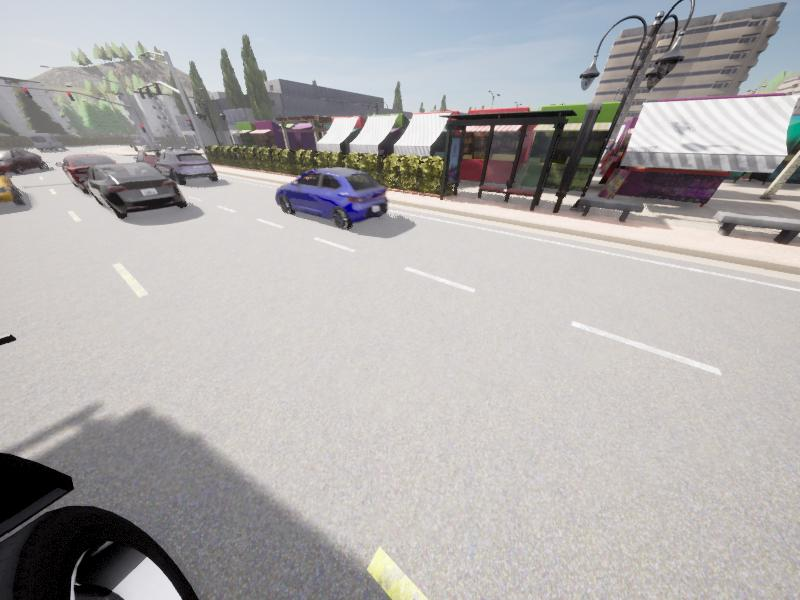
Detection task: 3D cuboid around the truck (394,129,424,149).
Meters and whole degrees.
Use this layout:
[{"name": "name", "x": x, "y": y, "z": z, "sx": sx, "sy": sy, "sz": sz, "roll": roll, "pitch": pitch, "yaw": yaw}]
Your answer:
[{"name": "truck", "x": 2.293, "y": -39.688, "z": 56.919, "sx": 2.891, "sy": 3.827, "sz": 8.468, "roll": 23, "pitch": 41, "yaw": 29}]

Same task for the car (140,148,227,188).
[{"name": "car", "x": -12.863, "y": -7.965, "z": 13.716, "sx": 4.856, "sy": 1.649, "sz": 2.033, "roll": 23, "pitch": 41, "yaw": 28}]

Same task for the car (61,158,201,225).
[{"name": "car", "x": -9.978, "y": -4.236, "z": 8.571, "sx": 4.792, "sy": 1.488, "sz": 2.163, "roll": 22, "pitch": 41, "yaw": 28}]

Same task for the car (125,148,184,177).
[{"name": "car", "x": -17.701, "y": -10.006, "z": 16.663, "sx": 3.633, "sy": 1.501, "sz": 1.845, "roll": 25, "pitch": 42, "yaw": 31}]

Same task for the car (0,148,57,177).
[{"name": "car", "x": -27.907, "y": -9.841, "z": 16.404, "sx": 2.163, "sy": 1.488, "sz": 4.792, "roll": -18, "pitch": 39, "yaw": -24}]

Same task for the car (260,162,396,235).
[{"name": "car", "x": -2.367, "y": -3.543, "z": 7.644, "sx": 4.193, "sy": 1.474, "sz": 1.816, "roll": 23, "pitch": 41, "yaw": 28}]

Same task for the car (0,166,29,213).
[{"name": "car", "x": -16.476, "y": -4.486, "z": 8.796, "sx": 5.366, "sy": 1.575, "sz": 1.801, "roll": 23, "pitch": 41, "yaw": 28}]

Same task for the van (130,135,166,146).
[{"name": "van", "x": -68.279, "y": -43.257, "z": 62.717, "sx": 2.351, "sy": 2.431, "sz": 6.366, "roll": 2, "pitch": 35, "yaw": 2}]

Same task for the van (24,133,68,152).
[{"name": "van", "x": -62.760, "y": -28.118, "z": 41.148, "sx": 1.988, "sy": 2.561, "sz": 5.915, "roll": -23, "pitch": 41, "yaw": -29}]

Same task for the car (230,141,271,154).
[{"name": "car", "x": -24.484, "y": -25.151, "z": 38.027, "sx": 2.152, "sy": 1.651, "sz": 5.027, "roll": 24, "pitch": 41, "yaw": 29}]

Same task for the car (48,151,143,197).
[{"name": "car", "x": -15.545, "y": -6.563, "z": 11.786, "sx": 5.008, "sy": 1.535, "sz": 1.882, "roll": 23, "pitch": 41, "yaw": 28}]
